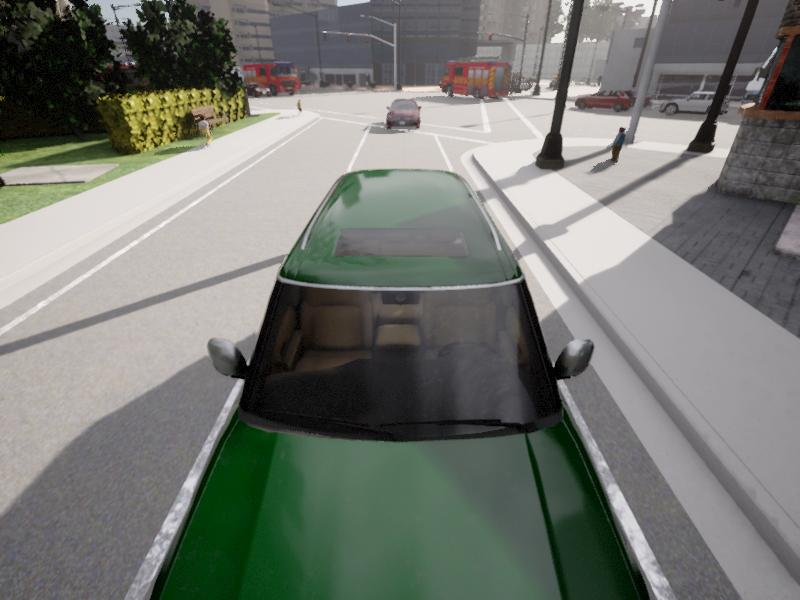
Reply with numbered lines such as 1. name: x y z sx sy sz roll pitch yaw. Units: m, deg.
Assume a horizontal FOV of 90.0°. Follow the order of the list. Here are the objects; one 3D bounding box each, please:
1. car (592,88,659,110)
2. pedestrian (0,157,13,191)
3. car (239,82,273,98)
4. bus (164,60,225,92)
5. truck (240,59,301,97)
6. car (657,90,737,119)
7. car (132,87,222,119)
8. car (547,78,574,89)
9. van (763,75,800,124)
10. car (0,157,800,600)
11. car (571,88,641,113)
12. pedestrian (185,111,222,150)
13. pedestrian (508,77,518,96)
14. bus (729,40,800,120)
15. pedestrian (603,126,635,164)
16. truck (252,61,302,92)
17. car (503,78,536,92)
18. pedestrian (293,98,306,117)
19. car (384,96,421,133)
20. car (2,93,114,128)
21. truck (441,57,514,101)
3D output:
1. car: 18.475 -16.597 32.968 1.994 1.385 4.181 -27 39 -38
2. pedestrian: -11.049 -3.791 10.311 0.751 1.860 0.751 -11 32 -18
3. car: -16.710 -24.371 46.433 1.970 1.475 3.806 -27 39 -37
4. bus: -33.184 -36.100 64.463 10.273 4.253 3.944 23 37 35
5. truck: -16.129 -27.558 49.620 2.891 3.827 8.468 -27 39 -38
6. car: 20.107 -13.333 27.214 1.970 1.475 3.806 -26 39 -37
7. car: -15.870 -14.210 28.714 5.027 1.651 2.152 -26 39 -37
8. car: 25.643 -34.560 63.808 4.181 1.385 1.994 -25 39 -36
9. van: 25.192 -11.252 22.505 2.351 2.431 6.366 -27 38 -37
10. car: 0.007 0.349 3.442 2.150 2.045 5.566 0 29 0
11. car: 15.839 -15.473 30.939 1.816 1.474 4.193 -27 39 -37
12. pedestrian: -7.803 -6.759 15.943 0.751 1.300 0.751 5 31 8
13. pedestrian: 12.738 -24.118 45.100 0.751 1.860 0.751 2 30 3
14. bus: 27.442 -13.311 24.232 3.944 4.253 10.273 -26 38 -37
15. pedestrian: 7.219 -5.119 13.225 0.500 1.100 0.500 -7 31 -12
16. truck: -18.563 -33.710 60.403 2.891 3.827 8.468 -27 39 -37
17. car: 16.888 -30.343 56.432 4.974 1.542 2.038 -26 39 -37
18. pedestrian: -6.540 -12.542 26.032 0.500 1.100 0.500 4 31 7
19. car: 0.231 -10.627 22.740 1.812 1.442 4.674 1 31 3
20. car: -20.834 -11.707 24.569 4.792 1.488 2.163 -26 39 -37
21. truck: 8.046 -23.981 43.274 2.891 3.827 8.468 -16 34 -24
